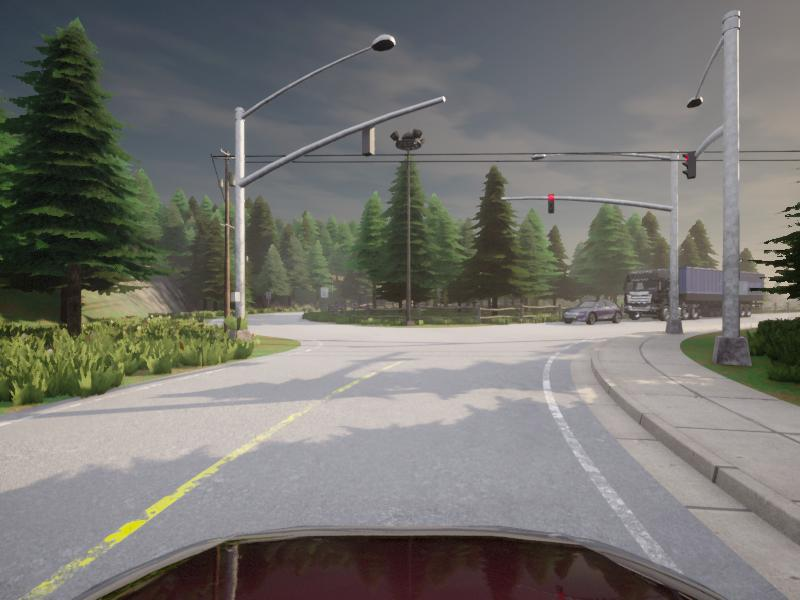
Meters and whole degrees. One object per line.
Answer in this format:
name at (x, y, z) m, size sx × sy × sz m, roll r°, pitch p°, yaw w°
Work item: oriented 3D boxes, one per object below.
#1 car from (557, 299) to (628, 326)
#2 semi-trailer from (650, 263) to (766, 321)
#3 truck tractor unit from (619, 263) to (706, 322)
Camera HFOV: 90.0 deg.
car at (13.015, 0.778, 26.981) m, size 4.856 × 1.649 × 2.033 m, roll 0°, pitch 0°, yaw -31°
semi-trailer at (27.488, -0.618, 35.265) m, size 14.254 × 4.402 × 2.717 m, roll 0°, pitch 0°, yaw -29°
truck tractor unit at (20.597, -0.515, 31.376) m, size 6.516 × 4.208 × 3.053 m, roll 0°, pitch 0°, yaw -29°
